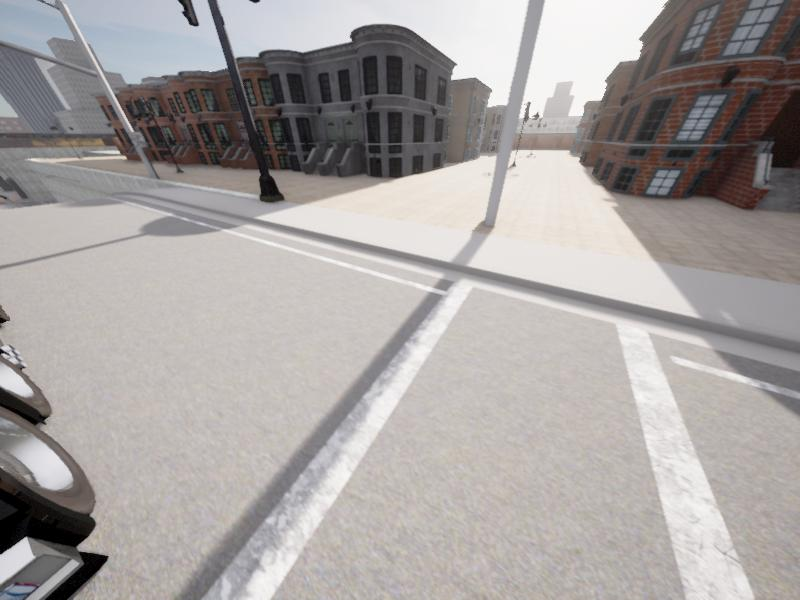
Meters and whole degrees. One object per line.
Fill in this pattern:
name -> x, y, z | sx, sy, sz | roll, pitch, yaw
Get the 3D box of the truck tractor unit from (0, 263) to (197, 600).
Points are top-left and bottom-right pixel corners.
truck tractor unit -> -5.110, -0.302, 0.779 | 6.516, 4.208, 3.053 | 18, 39, 24
